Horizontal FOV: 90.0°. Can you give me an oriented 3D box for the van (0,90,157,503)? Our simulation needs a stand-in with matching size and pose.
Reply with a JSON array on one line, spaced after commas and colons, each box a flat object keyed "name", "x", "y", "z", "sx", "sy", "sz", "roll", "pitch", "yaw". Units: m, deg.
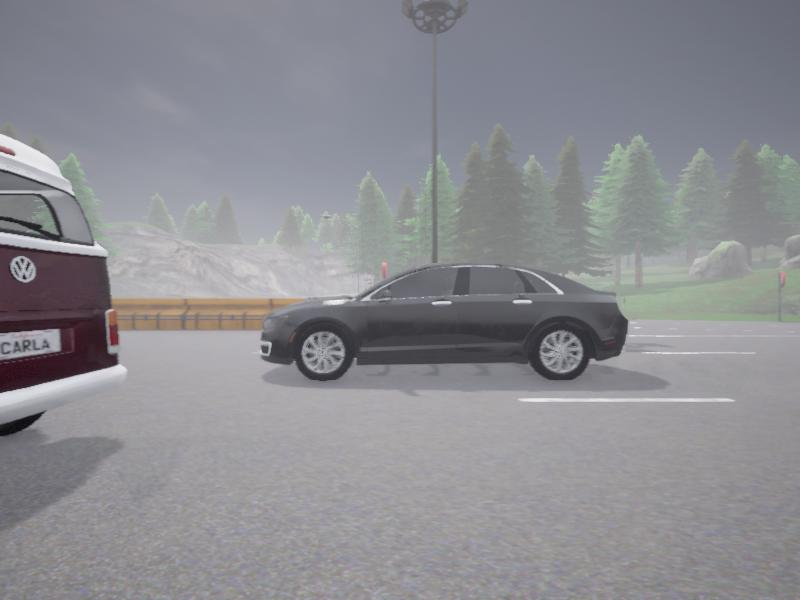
[{"name": "van", "x": -4.210, "y": -0.025, "z": 2.198, "sx": 4.480, "sy": 2.038, "sz": 2.069, "roll": 0, "pitch": 0, "yaw": 0}]

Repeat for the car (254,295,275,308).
[{"name": "car", "x": -17.483, "y": 0.148, "z": 51.887, "sx": 2.038, "sy": 1.542, "sz": 4.974, "roll": 0, "pitch": 1, "yaw": -13}]

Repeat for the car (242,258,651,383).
[{"name": "car", "x": 0.557, "y": 0.244, "z": 5.699, "sx": 4.892, "sy": 1.490, "sz": 1.837, "roll": 0, "pitch": 0, "yaw": 0}]
